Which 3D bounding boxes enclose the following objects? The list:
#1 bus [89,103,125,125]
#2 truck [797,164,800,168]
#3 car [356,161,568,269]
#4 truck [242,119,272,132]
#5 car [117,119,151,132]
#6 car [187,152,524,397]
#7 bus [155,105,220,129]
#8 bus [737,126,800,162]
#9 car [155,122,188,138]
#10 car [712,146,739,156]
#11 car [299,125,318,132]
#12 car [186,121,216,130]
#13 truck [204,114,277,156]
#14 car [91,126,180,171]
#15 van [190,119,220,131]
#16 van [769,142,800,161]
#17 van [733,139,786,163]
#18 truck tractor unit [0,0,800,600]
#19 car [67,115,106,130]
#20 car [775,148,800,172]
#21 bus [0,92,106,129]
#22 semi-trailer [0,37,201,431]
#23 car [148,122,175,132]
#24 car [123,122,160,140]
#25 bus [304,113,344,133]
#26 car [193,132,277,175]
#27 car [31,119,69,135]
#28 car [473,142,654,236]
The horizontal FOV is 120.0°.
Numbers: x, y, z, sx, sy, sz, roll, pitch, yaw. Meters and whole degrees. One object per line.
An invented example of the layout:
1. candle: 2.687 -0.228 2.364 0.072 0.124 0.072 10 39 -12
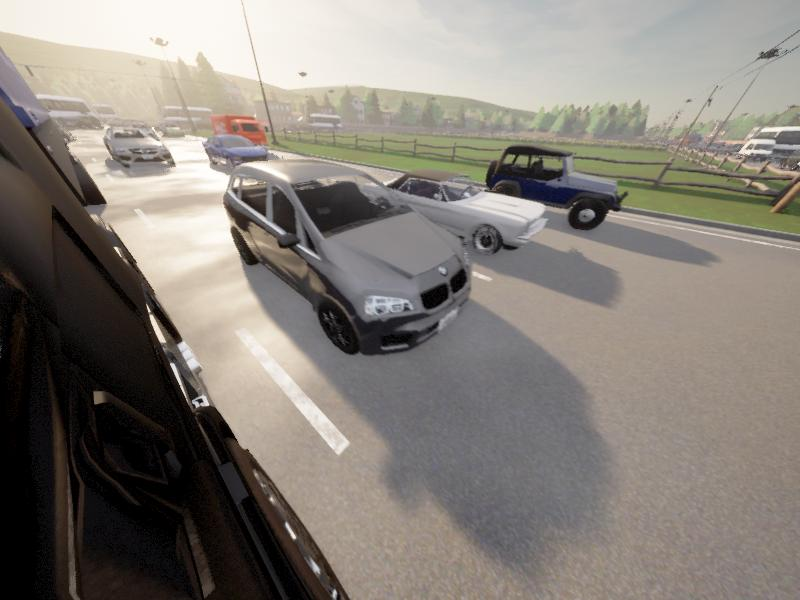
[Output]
1. bus: -79.708 -50.488 62.814 10.273 4.253 3.944 28 44 31
2. truck: 45.634 -14.828 22.892 2.891 3.827 8.468 28 44 30
3. car: 1.216 -2.522 5.985 4.718 1.301 1.895 28 44 30
4. truck: -34.961 -42.755 56.582 2.627 2.467 5.204 28 44 30
5. car: -45.490 -30.029 39.657 2.242 1.667 4.611 -15 40 -21
6. car: -1.054 -1.152 3.714 4.611 1.667 2.242 30 45 32
7. bus: -51.790 -44.776 56.815 3.944 4.253 10.273 27 43 29
8. bus: 60.738 -25.268 37.342 3.944 4.253 10.273 28 44 30
9. car: -30.736 -22.806 30.998 4.514 1.525 2.007 30 45 31
10. car: 62.153 -28.509 44.143 1.994 1.385 4.181 28 44 30
11. car: -28.366 -53.383 71.932 1.882 1.535 5.008 28 44 30
12. car: -46.544 -40.806 54.135 2.163 1.488 4.792 26 43 28
13. truck: -12.839 -13.384 18.681 5.204 2.467 2.627 29 44 30
14. car: -14.519 -8.414 12.658 5.027 1.651 2.152 29 44 30
15. van: -43.975 -39.524 52.154 1.775 1.987 4.442 27 43 29
16. van: 65.449 -24.649 38.311 2.351 2.431 6.366 28 44 30
17. van: 51.307 -21.494 33.198 1.988 2.561 5.915 28 44 30
18. truck tractor unit: -2.645 -0.295 0.351 6.516 4.208 3.053 28 44 30
19. car: -52.439 -29.820 38.788 1.905 1.878 3.866 -12 39 -18
20. car: 40.662 -13.916 23.011 1.932 1.855 4.605 28 43 30
21. bus: -56.481 -31.198 38.417 3.944 4.253 10.273 -10 39 -13
22. semi-trailer: -8.667 -3.621 4.267 14.254 4.402 2.717 29 44 30
23. car: -43.009 -31.366 41.837 1.994 1.385 4.181 -13 39 -19
24. car: -29.978 -19.569 26.764 3.806 1.475 1.970 29 44 31
25. bus: -22.176 -52.038 68.241 3.944 4.253 10.273 28 43 30
26. car: -9.172 -8.237 12.804 5.008 1.535 1.882 29 44 30
27. car: -42.930 -21.316 28.428 4.181 1.385 1.994 31 45 32
28. car: 4.692 -3.664 7.217 3.866 1.878 1.905 28 44 30
